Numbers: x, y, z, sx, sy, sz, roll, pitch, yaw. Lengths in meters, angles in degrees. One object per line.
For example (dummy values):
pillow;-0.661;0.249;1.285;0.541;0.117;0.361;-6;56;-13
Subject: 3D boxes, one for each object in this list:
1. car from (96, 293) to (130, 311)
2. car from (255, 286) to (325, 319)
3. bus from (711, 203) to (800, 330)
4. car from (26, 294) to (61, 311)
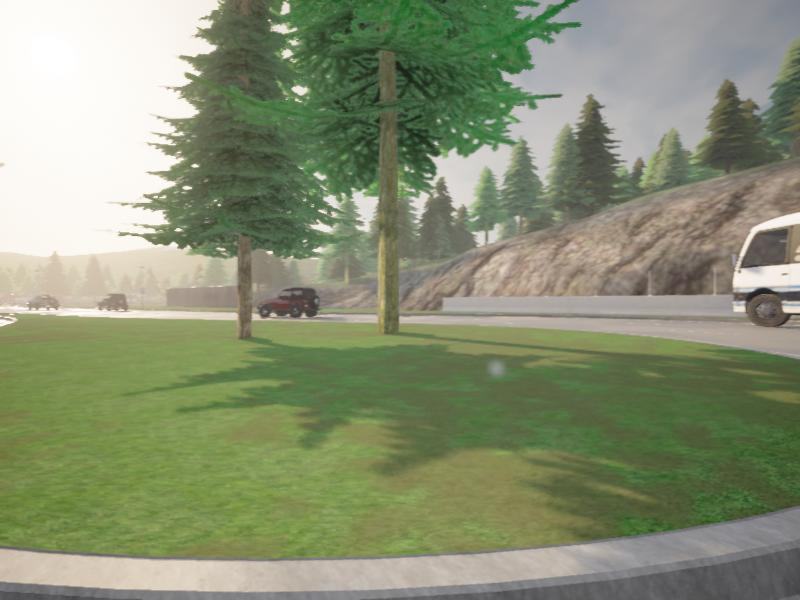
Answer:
car;-31.553;0.237;43.967;3.866;1.878;1.905;0;0;34
car;-6.839;0.151;25.018;3.866;1.878;1.905;0;0;22
bus;15.599;-1.094;11.833;3.944;4.253;10.273;1;0;-7
car;-41.517;0.259;46.553;4.605;1.855;1.932;0;0;34
